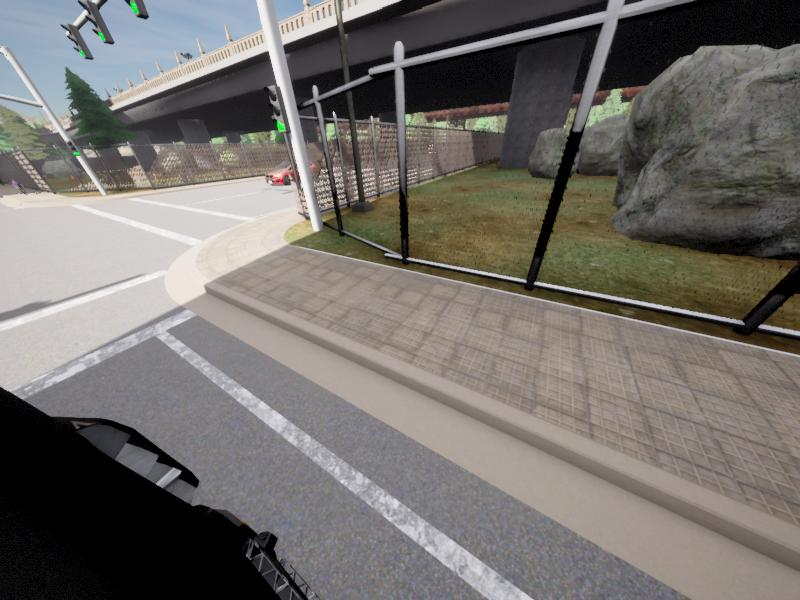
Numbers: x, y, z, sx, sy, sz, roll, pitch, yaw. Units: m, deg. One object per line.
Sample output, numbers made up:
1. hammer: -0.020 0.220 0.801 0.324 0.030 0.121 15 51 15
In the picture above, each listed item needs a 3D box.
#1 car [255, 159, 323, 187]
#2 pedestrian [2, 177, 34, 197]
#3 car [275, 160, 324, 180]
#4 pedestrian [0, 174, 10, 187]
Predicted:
1. car: -9.224 -10.945 19.745 2.242 1.667 4.611 16 38 26
2. pedestrian: -30.181 -8.953 18.289 0.751 1.300 0.751 22 41 32
3. car: -10.338 -13.550 24.028 1.994 1.385 4.181 16 38 26
4. pedestrian: -50.131 -15.202 28.749 0.751 1.860 0.751 14 37 24
